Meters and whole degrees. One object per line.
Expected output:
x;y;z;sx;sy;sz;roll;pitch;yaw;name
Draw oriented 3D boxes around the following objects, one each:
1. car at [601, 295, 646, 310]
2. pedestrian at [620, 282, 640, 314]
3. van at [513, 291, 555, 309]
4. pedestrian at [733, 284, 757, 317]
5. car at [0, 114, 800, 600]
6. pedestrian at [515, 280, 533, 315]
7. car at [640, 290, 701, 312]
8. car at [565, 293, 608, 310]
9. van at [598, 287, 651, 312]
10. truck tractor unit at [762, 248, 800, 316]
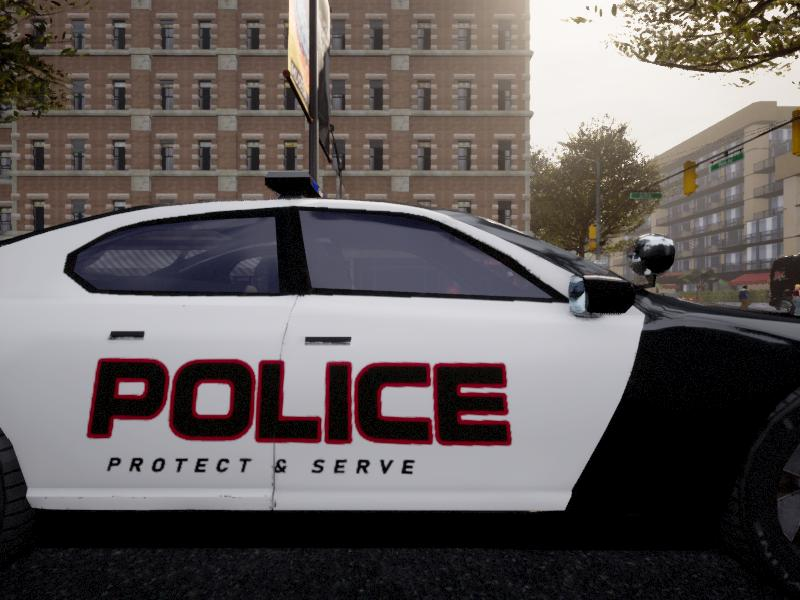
22.968;0.244;41.298;1.837;1.490;4.892;0;0;0;car
13.544;-0.115;23.557;0.751;1.860;0.751;0;0;-26;pedestrian
15.893;-0.002;47.523;4.442;1.987;1.775;0;0;38;van
19.514;0.037;22.631;0.751;1.860;0.751;0;0;2;pedestrian
-0.057;0.226;2.190;4.974;1.542;2.038;0;0;0;car
6.711;-0.115;21.680;0.751;1.860;0.751;0;0;1;pedestrian
23.006;0.094;34.242;2.097;1.767;4.553;0;0;0;car
19.468;0.180;41.974;2.152;1.651;5.027;0;0;0;car
19.501;-0.029;35.025;2.069;2.038;4.480;0;0;0;van
26.432;-1.125;24.314;3.053;4.208;6.516;0;0;2;truck tractor unit
